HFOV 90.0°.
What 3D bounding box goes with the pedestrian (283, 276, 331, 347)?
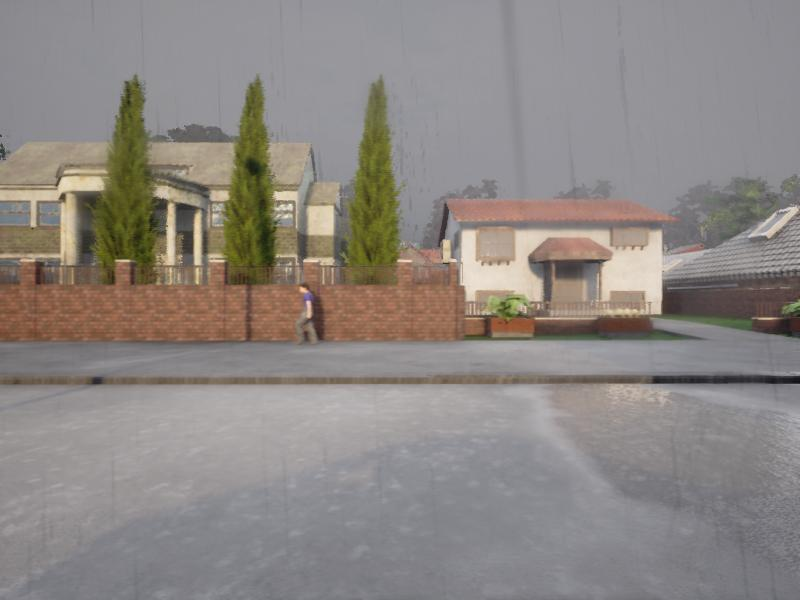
[{"bbox_3d":[-1.794,0.212,7.779,0.751,1.300,0.751,0,0,1],"label":"pedestrian"}]
